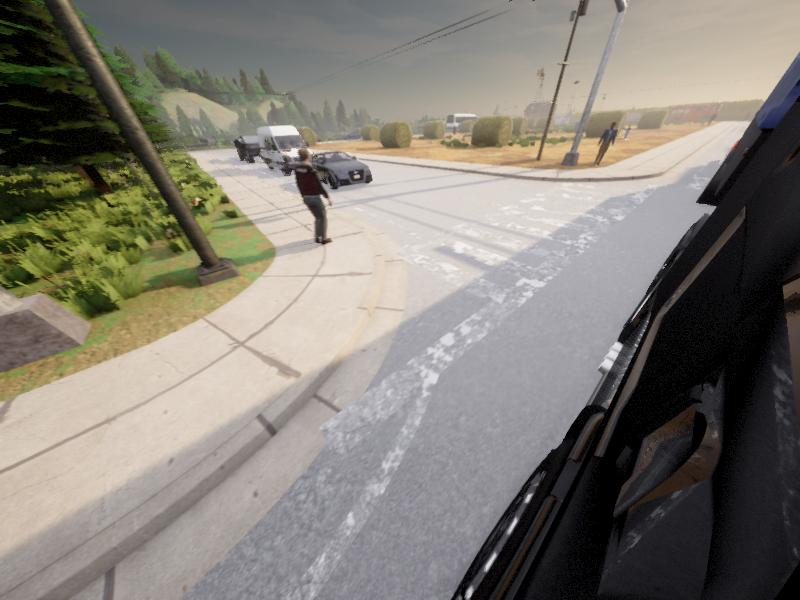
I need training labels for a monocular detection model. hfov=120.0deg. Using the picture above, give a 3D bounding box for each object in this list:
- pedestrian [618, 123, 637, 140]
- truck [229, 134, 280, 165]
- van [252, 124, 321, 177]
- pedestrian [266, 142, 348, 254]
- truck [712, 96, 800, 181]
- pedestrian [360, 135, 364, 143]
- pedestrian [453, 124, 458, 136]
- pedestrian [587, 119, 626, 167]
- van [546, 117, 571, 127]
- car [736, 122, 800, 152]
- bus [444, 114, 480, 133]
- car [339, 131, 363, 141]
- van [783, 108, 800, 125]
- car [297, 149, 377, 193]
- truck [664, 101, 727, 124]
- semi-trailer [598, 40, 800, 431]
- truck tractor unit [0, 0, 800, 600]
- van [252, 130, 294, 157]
[{"bbox_3d":[23.534,-17.402,23.869,0.751,1.300,0.751,-23,41,-25],"label":"pedestrian"},{"bbox_3d":[-14.194,-14.667,22.395,2.390,2.098,6.274,-27,43,-29],"label":"truck"},{"bbox_3d":[-7.924,-10.354,15.874,1.988,2.561,5.915,-27,43,-29],"label":"van"},{"bbox_3d":[-1.735,-1.984,4.595,0.751,1.860,0.751,13,40,20],"label":"pedestrian"},{"bbox_3d":[16.104,-6.801,9.585,5.204,2.467,2.627,-28,44,-30],"label":"truck"},{"bbox_3d":[-6.366,-27.058,38.865,0.500,1.100,0.500,-10,38,-10],"label":"pedestrian"},{"bbox_3d":[11.888,-36.197,49.175,0.751,1.860,0.751,8,38,14],"label":"pedestrian"},{"bbox_3d":[10.108,-7.706,11.390,0.751,1.860,0.751,18,42,25],"label":"pedestrian"},{"bbox_3d":[54.972,-61.819,80.300,2.351,2.431,6.366,-26,43,-28],"label":"van"},{"bbox_3d":[24.636,-10.937,15.428,4.181,1.385,1.994,-28,44,-30],"label":"car"},{"bbox_3d":[17.972,-51.249,67.096,10.273,4.253,3.944,-25,42,-27],"label":"bus"},{"bbox_3d":[-11.598,-38.731,54.586,4.856,1.649,2.033,-25,42,-27],"label":"car"},{"bbox_3d":[63.291,-29.191,36.655,4.442,1.987,1.775,-28,44,-30],"label":"van"},{"bbox_3d":[-3.192,-6.544,11.464,1.994,1.385,4.181,-27,43,-29],"label":"car"},{"bbox_3d":[72.845,-46.272,57.271,2.891,3.827,8.468,-28,43,-29],"label":"truck"},{"bbox_3d":[8.690,-3.622,4.220,14.254,4.402,2.717,-28,44,-30],"label":"semi-trailer"},{"bbox_3d":[2.645,-0.295,0.351,6.516,4.208,3.053,-28,44,-30],"label":"truck tractor unit"},{"bbox_3d":[-15.432,-18.994,27.961,2.351,2.431,6.366,-27,43,-29],"label":"van"}]
